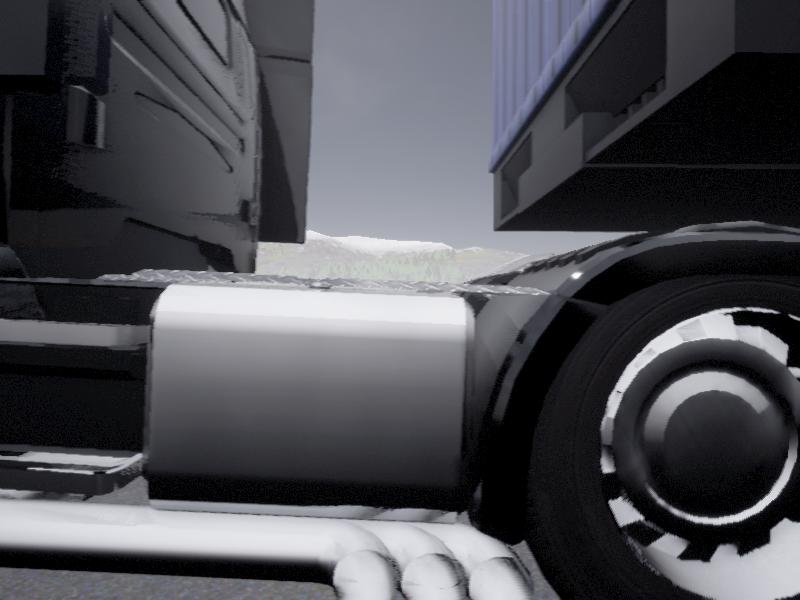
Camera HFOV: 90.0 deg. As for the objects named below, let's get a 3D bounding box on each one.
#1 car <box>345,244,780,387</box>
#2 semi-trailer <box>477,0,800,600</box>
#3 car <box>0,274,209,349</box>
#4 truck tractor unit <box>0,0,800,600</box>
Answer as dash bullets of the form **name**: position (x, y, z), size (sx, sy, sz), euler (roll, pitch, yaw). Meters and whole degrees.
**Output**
- **car**: position (1.874, 0.179, 5.701), size (5.027, 1.651, 2.152), euler (0, 0, 0)
- **semi-trailer**: position (7.811, -1.228, 2.191), size (14.254, 4.402, 2.717), euler (0, 0, 0)
- **car**: position (-7.121, 0.237, 9.200), size (4.514, 1.525, 2.007), euler (0, 0, 0)
- **truck tractor unit**: position (-0.105, -1.124, 2.205), size (6.516, 4.208, 3.053), euler (0, 0, 0)
